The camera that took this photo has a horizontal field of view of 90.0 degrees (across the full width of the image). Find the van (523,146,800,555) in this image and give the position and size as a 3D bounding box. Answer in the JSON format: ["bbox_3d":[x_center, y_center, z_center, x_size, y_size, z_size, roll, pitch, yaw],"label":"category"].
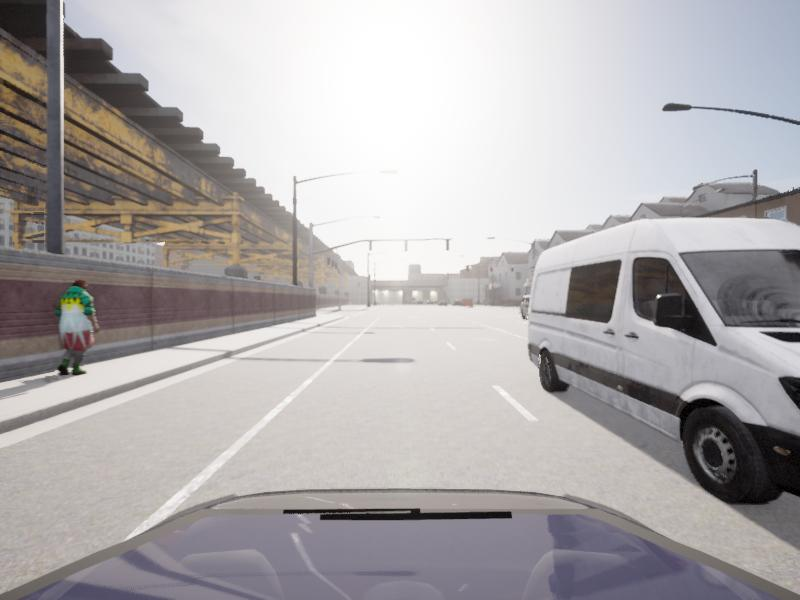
[{"bbox_3d":[3.493,0.315,5.170,1.988,2.561,5.915,0,0,0],"label":"van"}]

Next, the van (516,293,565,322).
[{"bbox_3d":[10.459,0.535,30.121,2.069,2.038,4.480,0,0,0],"label":"van"}]

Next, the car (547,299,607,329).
[{"bbox_3d":[10.469,0.759,23.981,1.851,1.617,3.988,0,0,0],"label":"car"}]

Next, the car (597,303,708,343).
[{"bbox_3d":[10.467,0.849,17.119,1.812,1.442,4.674,0,0,0],"label":"car"}]

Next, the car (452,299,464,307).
[{"bbox_3d":[13.862,0.705,96.506,2.242,1.667,4.611,0,0,0],"label":"car"}]

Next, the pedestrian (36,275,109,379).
[{"bbox_3d":[-6.119,0.475,7.515,0.751,1.860,0.751,0,0,1],"label":"pedestrian"}]
